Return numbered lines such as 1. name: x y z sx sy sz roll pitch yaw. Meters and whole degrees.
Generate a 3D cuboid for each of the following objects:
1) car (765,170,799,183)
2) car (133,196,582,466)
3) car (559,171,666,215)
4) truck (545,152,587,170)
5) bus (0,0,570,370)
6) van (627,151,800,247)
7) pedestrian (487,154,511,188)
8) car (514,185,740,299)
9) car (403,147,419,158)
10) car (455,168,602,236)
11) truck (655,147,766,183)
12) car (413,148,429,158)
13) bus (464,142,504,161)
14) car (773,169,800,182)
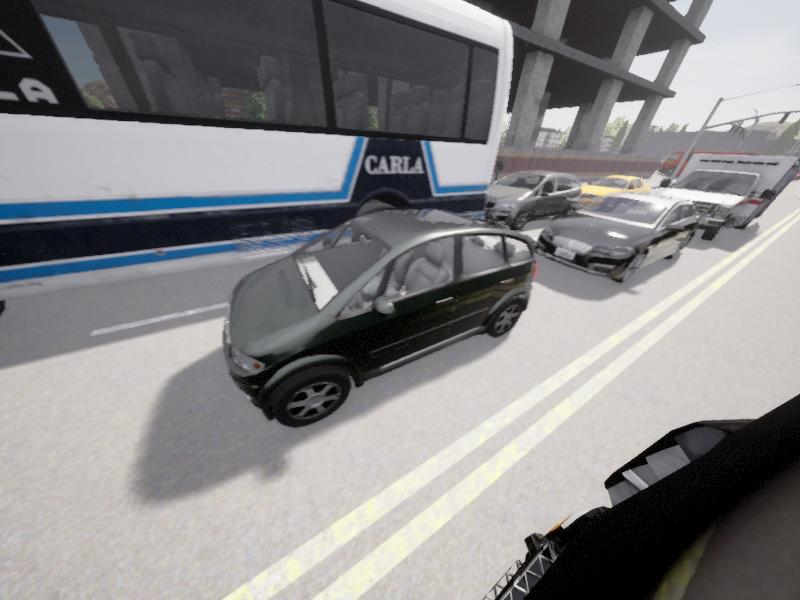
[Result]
1. car: 63.225 -20.517 38.192 4.856 1.649 2.033 -16 38 -26
2. car: -0.025 -0.213 2.866 3.705 1.549 1.789 -16 38 -26
3. car: 10.823 -5.553 11.713 5.366 1.575 1.801 -16 38 -26
4. truck: 30.389 -25.690 42.633 2.627 2.467 5.204 -16 38 -26
5. bus: -2.850 -2.674 3.915 10.273 4.253 3.944 -16 38 -26
6. van: 12.127 -4.037 8.762 6.366 2.431 2.351 -16 38 -26
7. pedestrian: 6.509 -8.509 15.263 0.751 1.860 0.751 -16 38 -26
8. car: 5.534 -1.779 5.688 4.902 1.511 2.128 -16 38 -26
9. car: 2.610 -35.313 55.288 1.905 1.878 3.866 -16 38 -26
10. car: 4.701 -3.845 8.591 4.611 1.667 2.242 -16 38 -26
11. truck: 44.447 -19.888 33.763 2.891 3.827 8.468 -9 35 -17
12. car: 5.157 -36.034 56.570 1.905 1.878 3.866 -16 38 -26
13. bus: 24.398 -43.770 67.787 3.944 4.253 10.273 -16 38 -26
14. car: 69.998 -22.506 41.576 4.553 1.767 2.097 -16 38 -26
